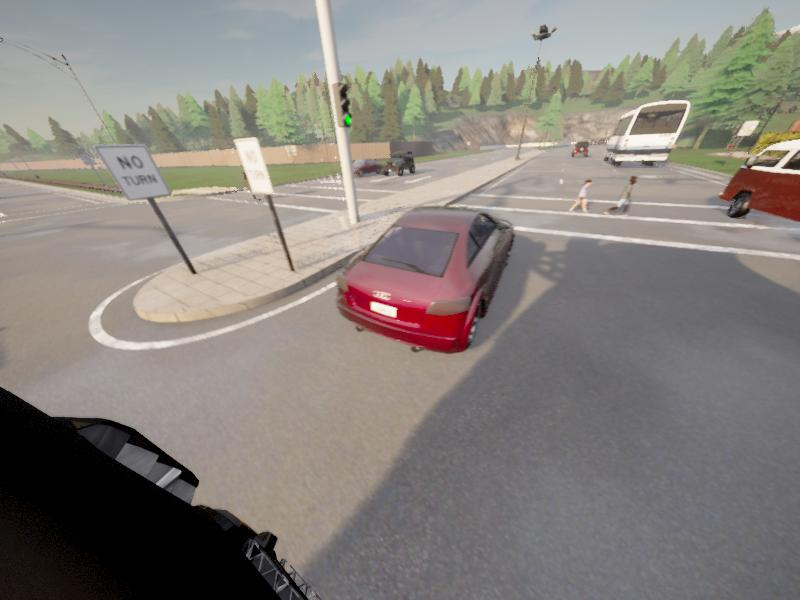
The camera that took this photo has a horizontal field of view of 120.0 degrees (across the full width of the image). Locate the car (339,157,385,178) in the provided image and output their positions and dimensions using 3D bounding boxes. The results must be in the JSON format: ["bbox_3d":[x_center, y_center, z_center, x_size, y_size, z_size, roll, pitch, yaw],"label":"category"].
[{"bbox_3d":[-3.578,-12.991,22.594,1.812,1.442,4.674,16,38,26],"label":"car"}]

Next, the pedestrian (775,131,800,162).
[{"bbox_3d":[28.837,-11.137,16.779,0.751,1.860,0.751,17,38,27],"label":"pedestrian"}]

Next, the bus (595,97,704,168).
[{"bbox_3d":[21.983,-15.200,21.567,3.944,4.253,10.273,17,38,27],"label":"bus"}]

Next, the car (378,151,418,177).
[{"bbox_3d":[-0.066,-12.785,21.627,1.905,1.878,3.866,16,38,26],"label":"car"}]

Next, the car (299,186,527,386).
[{"bbox_3d":[0.771,-0.919,4.075,1.994,1.385,4.181,15,37,25],"label":"car"}]

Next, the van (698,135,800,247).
[{"bbox_3d":[10.360,-2.613,5.346,2.069,2.038,4.480,10,35,20],"label":"van"}]

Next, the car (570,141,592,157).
[{"bbox_3d":[26.525,-22.184,33.959,1.905,1.878,3.866,16,38,26],"label":"car"}]

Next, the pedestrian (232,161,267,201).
[{"bbox_3d":[-8.232,-6.528,12.717,0.751,1.860,0.751,12,36,21],"label":"pedestrian"}]

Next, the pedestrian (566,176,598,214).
[{"bbox_3d":[6.211,-3.599,7.944,0.500,1.100,0.500,15,37,24],"label":"pedestrian"}]

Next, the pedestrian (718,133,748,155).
[{"bbox_3d":[34.067,-15.928,23.659,0.751,1.860,0.751,-7,34,-7],"label":"pedestrian"}]

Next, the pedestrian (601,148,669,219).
[{"bbox_3d":[7.187,-3.607,7.200,0.751,1.860,0.751,15,37,25],"label":"pedestrian"}]

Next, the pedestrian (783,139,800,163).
[{"bbox_3d":[28.362,-10.678,16.117,0.751,1.860,0.751,19,39,29],"label":"pedestrian"}]
